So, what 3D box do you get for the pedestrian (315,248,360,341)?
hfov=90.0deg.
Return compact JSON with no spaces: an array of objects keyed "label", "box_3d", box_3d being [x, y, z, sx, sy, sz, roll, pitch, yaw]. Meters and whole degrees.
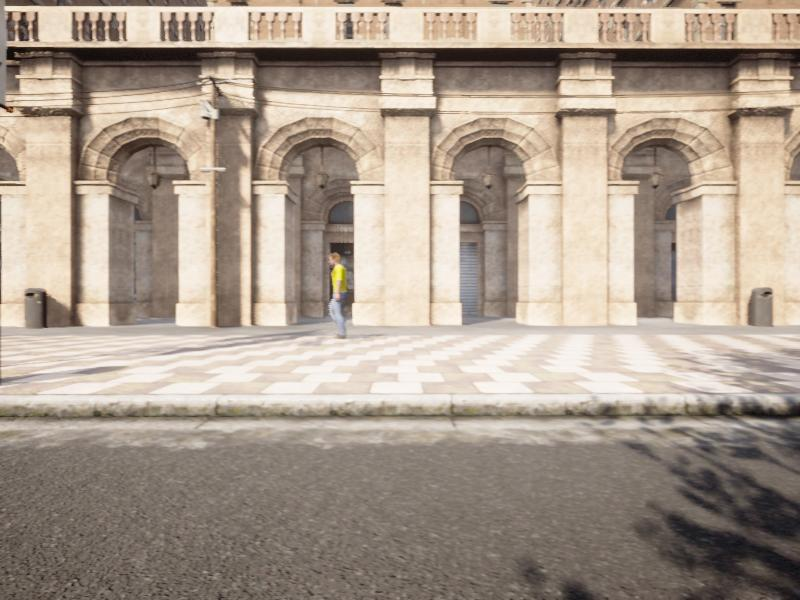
[{"label":"pedestrian","box_3d":[-1.303,-0.113,8.439,0.751,1.860,0.751,0,0,7]}]
